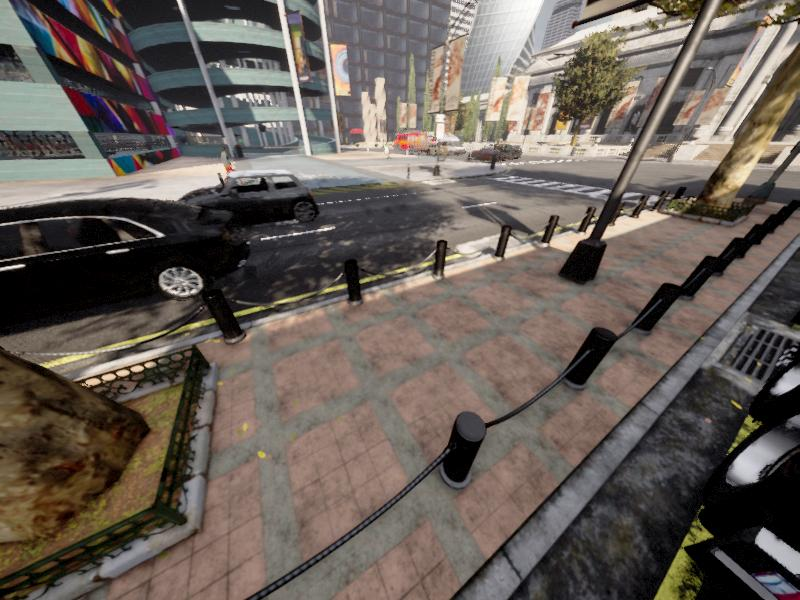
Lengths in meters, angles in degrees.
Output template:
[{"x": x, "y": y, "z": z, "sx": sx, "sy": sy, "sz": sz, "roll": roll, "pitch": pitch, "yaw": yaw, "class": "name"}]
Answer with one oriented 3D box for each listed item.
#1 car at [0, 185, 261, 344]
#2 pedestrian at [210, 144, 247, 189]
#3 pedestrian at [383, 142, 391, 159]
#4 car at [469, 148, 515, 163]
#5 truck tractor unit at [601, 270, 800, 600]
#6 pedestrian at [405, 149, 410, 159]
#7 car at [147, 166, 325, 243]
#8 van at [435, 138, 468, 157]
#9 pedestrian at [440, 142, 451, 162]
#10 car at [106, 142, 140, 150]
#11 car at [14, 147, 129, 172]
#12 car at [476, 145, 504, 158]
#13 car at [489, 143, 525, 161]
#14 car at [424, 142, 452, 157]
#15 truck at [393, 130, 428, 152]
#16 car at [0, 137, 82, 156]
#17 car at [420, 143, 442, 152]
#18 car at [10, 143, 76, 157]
[{"x": -5.219, "y": -0.675, "z": 3.622, "sx": 4.892, "sy": 1.490, "sz": 1.837, "roll": -18, "pitch": 39, "yaw": -24, "class": "car"}, {"x": -8.628, "y": -6.745, "z": 11.685, "sx": 0.751, "sy": 1.860, "sz": 0.751, "roll": 28, "pitch": 43, "yaw": 33, "class": "pedestrian"}, {"x": -1.638, "y": -18.938, "z": 29.261, "sx": 0.751, "sy": 1.860, "sz": 0.751, "roll": -26, "pitch": 42, "yaw": -32, "class": "pedestrian"}, {"x": 11.725, "y": -18.804, "z": 29.891, "sx": 2.033, "sy": 1.411, "sz": 5.357, "roll": -18, "pitch": 39, "yaw": -24, "class": "car"}, {"x": 5.120, "y": -0.291, "z": 0.766, "sx": 6.516, "sy": 4.208, "sz": 3.053, "roll": -18, "pitch": 39, "yaw": -24, "class": "truck tractor unit"}, {"x": 0.979, "y": -19.356, "z": 30.547, "sx": 0.500, "sy": 1.100, "sz": 0.500, "roll": -14, "pitch": 37, "yaw": -20, "class": "pedestrian"}, {"x": -4.657, "y": -3.157, "z": 7.207, "sx": 3.806, "sy": 1.475, "sz": 1.970, "roll": -18, "pitch": 39, "yaw": -24, "class": "car"}, {"x": 8.675, "y": -26.365, "z": 39.729, "sx": 1.988, "sy": 2.561, "sz": 5.915, "roll": -18, "pitch": 39, "yaw": -24, "class": "van"}, {"x": 5.069, "y": -16.604, "z": 25.960, "sx": 0.751, "sy": 1.860, "sz": 0.751, "roll": -6, "pitch": 35, "yaw": -9, "class": "pedestrian"}, {"x": -65.869, "y": -36.808, "z": 55.045, "sx": 4.892, "sy": 1.490, "sz": 1.837, "roll": -18, "pitch": 39, "yaw": -24, "class": "car"}, {"x": -26.449, "y": -11.639, "z": 18.982, "sx": 4.902, "sy": 1.511, "sz": 2.128, "roll": -18, "pitch": 39, "yaw": -24, "class": "car"}, {"x": 14.525, "y": -24.133, "z": 37.434, "sx": 1.789, "sy": 1.549, "sz": 3.705, "roll": -18, "pitch": 39, "yaw": -24, "class": "car"}, {"x": 14.486, "y": -20.284, "z": 31.606, "sx": 1.905, "sy": 1.878, "sz": 3.866, "roll": -18, "pitch": 39, "yaw": -24, "class": "car"}, {"x": 6.163, "y": -24.573, "z": 37.711, "sx": 1.932, "sy": 1.855, "sz": 4.605, "roll": -18, "pitch": 39, "yaw": -24, "class": "car"}, {"x": 2.263, "y": -36.009, "z": 52.408, "sx": 2.891, "sy": 3.827, "sz": 8.468, "roll": -25, "pitch": 42, "yaw": -32, "class": "truck"}, {"x": -49.840, "y": -21.430, "z": 32.260, "sx": 5.566, "sy": 2.045, "sz": 2.435, "roll": -18, "pitch": 39, "yaw": -24, "class": "car"}, {"x": 6.996, "y": -34.884, "z": 52.855, "sx": 2.128, "sy": 1.511, "sz": 4.902, "roll": -23, "pitch": 41, "yaw": -30, "class": "car"}, {"x": -49.893, "y": -21.092, "z": 32.460, "sx": 4.514, "sy": 1.523, "sz": 2.007, "roll": -18, "pitch": 39, "yaw": -24, "class": "car"}]
